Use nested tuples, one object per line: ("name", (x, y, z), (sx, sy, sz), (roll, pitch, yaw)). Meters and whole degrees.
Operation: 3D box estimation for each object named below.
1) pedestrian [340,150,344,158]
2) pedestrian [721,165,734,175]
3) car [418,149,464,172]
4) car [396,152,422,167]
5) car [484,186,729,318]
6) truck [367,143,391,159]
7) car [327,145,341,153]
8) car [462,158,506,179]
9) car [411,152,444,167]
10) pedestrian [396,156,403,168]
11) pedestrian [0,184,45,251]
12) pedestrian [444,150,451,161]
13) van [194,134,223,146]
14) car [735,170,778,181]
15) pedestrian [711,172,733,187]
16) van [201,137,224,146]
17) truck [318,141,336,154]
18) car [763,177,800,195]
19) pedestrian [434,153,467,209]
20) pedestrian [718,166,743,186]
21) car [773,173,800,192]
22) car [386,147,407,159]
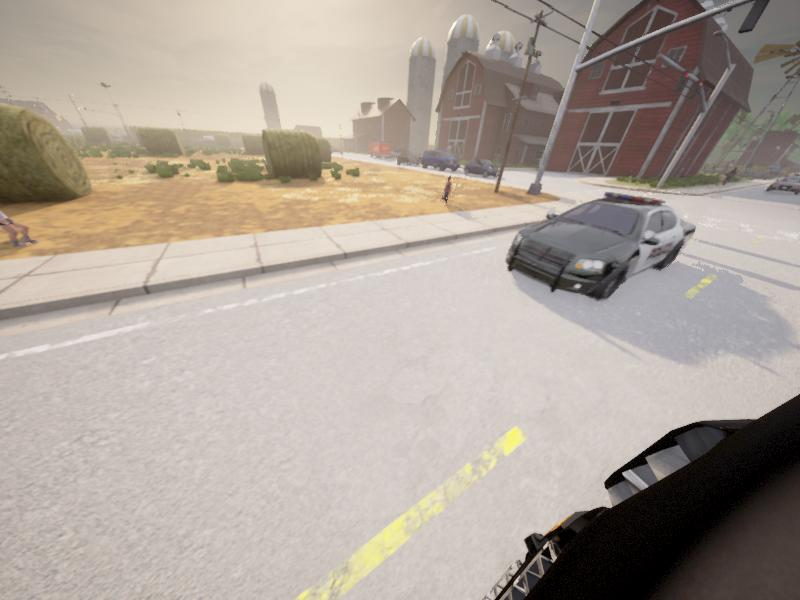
("pedestrian", (-9.413, -23.712, 37.560), (0.500, 1.100, 0.500), (-15, 37, -25))
("pedestrian", (71.977, -28.504, 50.823), (0.751, 1.860, 0.751), (-15, 37, -25))
("car", (4.793, -16.860, 27.865), (2.150, 2.045, 5.566), (-17, 38, -27))
("car", (1.248, -19.932, 32.643), (1.789, 1.549, 3.705), (-17, 39, -27))
("car", (4.581, -1.465, 5.165), (4.974, 1.542, 2.038), (-16, 38, -26))
("truck", (-4.116, -28.987, 44.958), (2.627, 2.467, 5.204), (-17, 38, -27))
("car", (-18.102, -41.579, 63.645), (2.038, 1.542, 4.974), (-17, 39, -27))
("car", (8.347, -13.327, 23.294), (1.845, 1.501, 3.633), (-17, 39, -27))
("car", (3.969, -21.101, 34.572), (2.152, 1.651, 5.027), (-17, 38, -27))
("pedestrian", (-0.084, -15.262, 25.597), (0.500, 1.100, 0.500), (27, 40, 31))
("pedestrian", (-7.607, -1.564, 4.366), (0.500, 1.100, 0.500), (-26, 43, -36))
("pedestrian", (9.367, -28.495, 45.633), (0.751, 1.860, 0.751), (-18, 39, -28))
("van", (-55.945, -46.834, 67.606), (5.915, 2.561, 1.988), (-16, 38, -27))
("car", (68.018, -23.779, 44.143), (1.994, 1.385, 4.181), (-20, 40, -30))
("pedestrian", (34.820, -13.036, 24.973), (0.751, 1.300, 0.751), (-17, 38, -27))
("van", (-53.243, -45.146, 65.780), (4.480, 2.038, 2.069), (-16, 38, -27))
("truck", (-18.581, -38.743, 58.532), (2.627, 2.467, 5.204), (-17, 39, -27))
("car", (40.070, -11.822, 23.834), (4.181, 1.385, 1.994), (-16, 38, -27))
("pedestrian", (1.939, -4.678, 9.145), (0.751, 1.860, 0.751), (-4, 34, -10))
("pedestrian", (37.058, -13.883, 25.927), (0.751, 1.860, 0.751), (-19, 40, -30))
("car", (46.535, -13.825, 27.136), (5.238, 1.638, 1.930), (-17, 38, -27))
("car", (-0.608, -29.967, 47.026), (3.866, 1.878, 1.905), (9, 40, 13))
